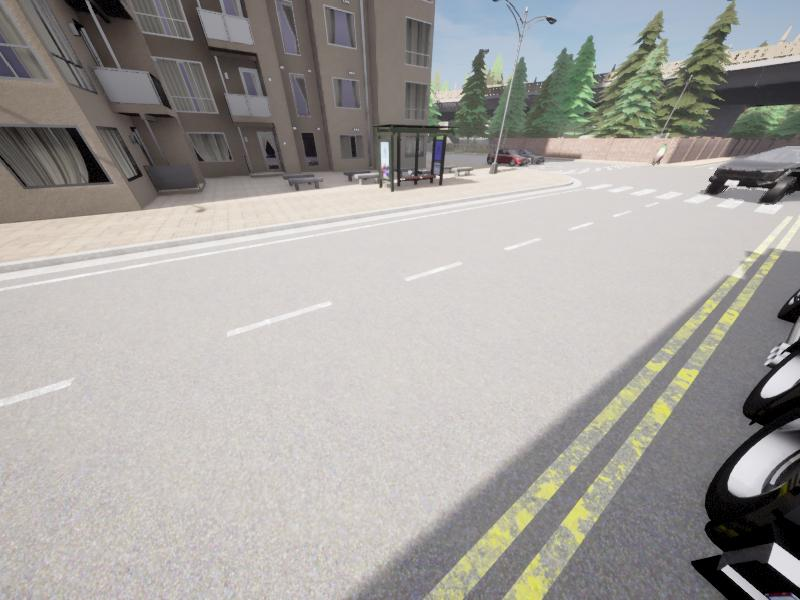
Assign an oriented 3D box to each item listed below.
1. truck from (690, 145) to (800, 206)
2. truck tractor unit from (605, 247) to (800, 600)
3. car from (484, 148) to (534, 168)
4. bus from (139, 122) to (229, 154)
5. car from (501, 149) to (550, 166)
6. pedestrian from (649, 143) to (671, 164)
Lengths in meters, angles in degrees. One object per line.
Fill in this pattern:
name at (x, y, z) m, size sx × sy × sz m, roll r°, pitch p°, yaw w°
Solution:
truck at (17.866, -5.675, 10.362) m, size 6.274 × 2.098 × 2.390 m, roll -3°, pitch 34°, yaw -5°
truck tractor unit at (5.080, -0.330, 0.821) m, size 6.516 × 4.208 × 3.053 m, roll -19°, pitch 39°, yaw -25°
car at (11.058, -14.706, 23.813) m, size 1.816 × 1.474 × 4.193 m, roll -20°, pitch 39°, yaw -26°
bus at (-36.751, -28.102, 40.261) m, size 10.273 × 4.253 × 3.944 m, roll -18°, pitch 39°, yaw -24°
car at (13.807, -15.898, 25.638) m, size 1.994 × 1.385 × 4.181 m, roll -20°, pitch 40°, yaw -27°
pedestrian at (27.013, -15.206, 24.003) m, size 0.751 × 1.860 × 0.751 m, roll -26°, pitch 43°, yaw -33°
